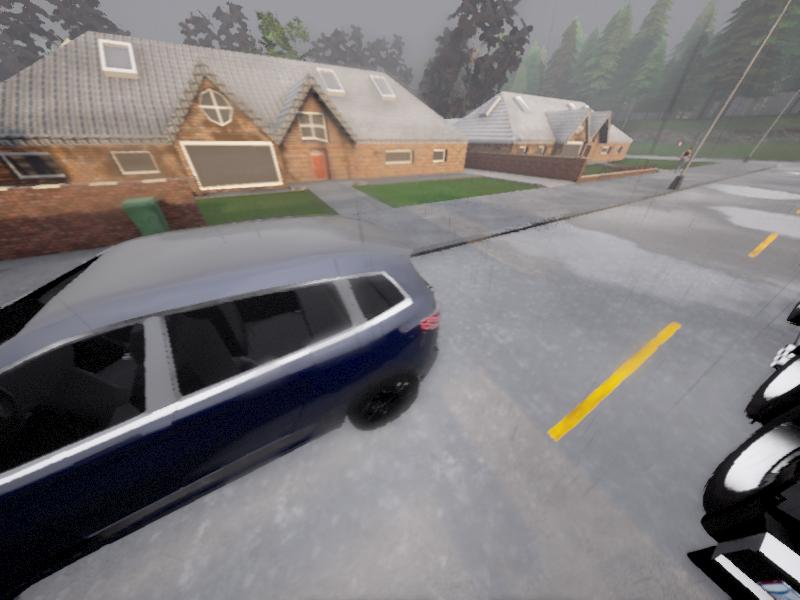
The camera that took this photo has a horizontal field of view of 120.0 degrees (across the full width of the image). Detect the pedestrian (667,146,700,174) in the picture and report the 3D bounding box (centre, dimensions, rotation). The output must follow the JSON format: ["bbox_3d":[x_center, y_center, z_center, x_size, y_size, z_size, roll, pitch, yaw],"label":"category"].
[{"bbox_3d":[22.769,-11.280,18.567,0.751,1.860,0.751,-18,39,-24],"label":"pedestrian"}]

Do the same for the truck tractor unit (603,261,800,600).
[{"bbox_3d":[5.104,-0.308,0.791,6.516,4.208,3.053,-19,39,-24],"label":"truck tractor unit"}]

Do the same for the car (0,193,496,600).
[{"bbox_3d":[-1.880,0.408,1.941,4.611,1.667,2.242,-18,39,-25],"label":"car"}]
